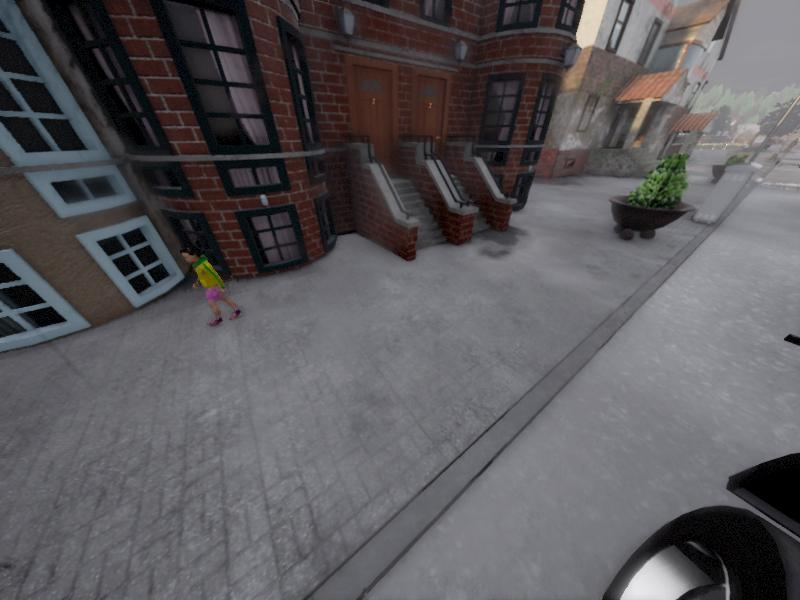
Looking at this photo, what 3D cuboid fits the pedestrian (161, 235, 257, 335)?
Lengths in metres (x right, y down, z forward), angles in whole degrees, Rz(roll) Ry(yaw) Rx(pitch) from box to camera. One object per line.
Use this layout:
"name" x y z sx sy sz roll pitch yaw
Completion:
"pedestrian" -2.436 -0.194 3.034 0.500 1.100 0.500 27 43 33

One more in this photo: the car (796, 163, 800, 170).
"car" 34.632 -11.429 18.841 4.718 1.301 1.895 -22 41 -28

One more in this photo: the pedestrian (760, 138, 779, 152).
"pedestrian" 61.507 -25.836 38.444 0.751 1.860 0.751 27 43 33

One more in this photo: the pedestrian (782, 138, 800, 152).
"pedestrian" 62.749 -24.743 36.885 0.751 1.860 0.751 -10 36 -14
